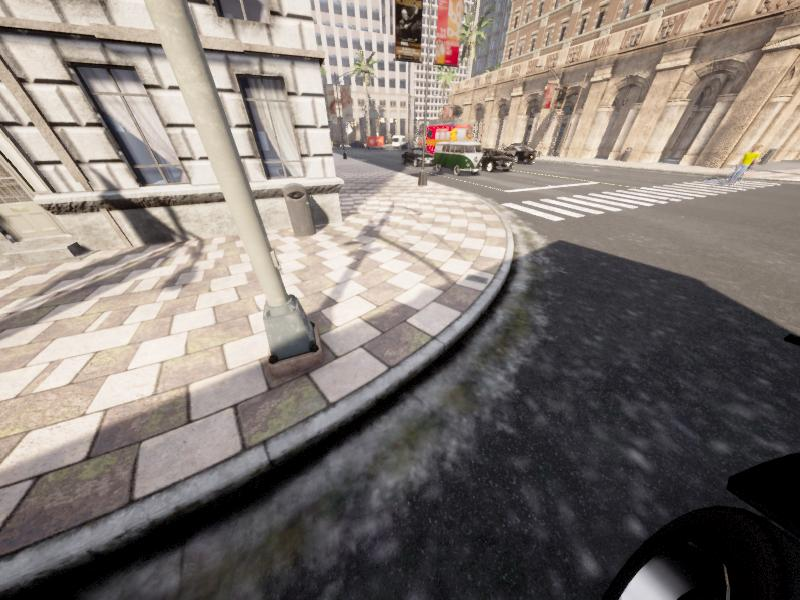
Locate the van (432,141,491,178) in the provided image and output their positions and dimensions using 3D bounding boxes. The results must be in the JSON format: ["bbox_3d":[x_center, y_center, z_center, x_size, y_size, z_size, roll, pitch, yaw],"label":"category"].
[{"bbox_3d":[4.258,-10.413,16.937,1.775,1.987,4.442,-14,37,-18],"label":"van"}]

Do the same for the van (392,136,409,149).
[{"bbox_3d":[0.211,-38.678,56.554,1.988,2.561,5.915,14,38,19],"label":"van"}]

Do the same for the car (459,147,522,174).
[{"bbox_3d":[7.130,-11.494,18.879,1.837,1.490,4.892,-14,37,-18],"label":"car"}]

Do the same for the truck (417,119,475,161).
[{"bbox_3d":[5.329,-20.239,29.276,2.891,3.827,8.468,-13,37,-18],"label":"truck"}]

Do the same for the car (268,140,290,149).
[{"bbox_3d":[-30.986,-40.007,59.334,4.553,1.767,2.097,-13,37,-18],"label":"car"}]

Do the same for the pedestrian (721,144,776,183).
[{"bbox_3d":[19.840,-7.796,13.188,0.751,1.860,0.751,-12,37,-16],"label":"pedestrian"}]

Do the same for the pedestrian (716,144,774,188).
[{"bbox_3d":[17.858,-6.966,12.024,0.751,1.860,0.751,-16,38,-21],"label":"pedestrian"}]

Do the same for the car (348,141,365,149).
[{"bbox_3d":[-10.986,-38.863,57.803,3.988,1.617,1.851,27,43,33],"label":"car"}]

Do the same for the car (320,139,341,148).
[{"bbox_3d":[-18.333,-41.269,60.965,4.605,1.855,1.932,8,36,11],"label":"car"}]

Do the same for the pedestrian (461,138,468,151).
[{"bbox_3d":[11.468,-27.597,41.075,0.751,1.860,0.751,-18,39,-24],"label":"pedestrian"}]

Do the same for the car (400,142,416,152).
[{"bbox_3d":[1.457,-30.135,45.337,1.845,1.501,3.633,-13,37,-18],"label":"car"}]

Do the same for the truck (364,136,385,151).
[{"bbox_3d":[-5.678,-34.765,51.161,2.627,2.467,5.204,-17,40,-23],"label":"truck"}]

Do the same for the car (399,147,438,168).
[{"bbox_3d":[1.623,-13.832,22.276,1.812,1.442,4.674,-14,37,-18],"label":"car"}]

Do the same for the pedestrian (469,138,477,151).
[{"bbox_3d":[12.698,-26.909,40.091,0.751,1.860,0.751,-6,36,-8],"label":"pedestrian"}]

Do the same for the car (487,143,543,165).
[{"bbox_3d":[11.861,-15.503,24.408,1.930,1.638,5.238,-14,37,-18],"label":"car"}]
